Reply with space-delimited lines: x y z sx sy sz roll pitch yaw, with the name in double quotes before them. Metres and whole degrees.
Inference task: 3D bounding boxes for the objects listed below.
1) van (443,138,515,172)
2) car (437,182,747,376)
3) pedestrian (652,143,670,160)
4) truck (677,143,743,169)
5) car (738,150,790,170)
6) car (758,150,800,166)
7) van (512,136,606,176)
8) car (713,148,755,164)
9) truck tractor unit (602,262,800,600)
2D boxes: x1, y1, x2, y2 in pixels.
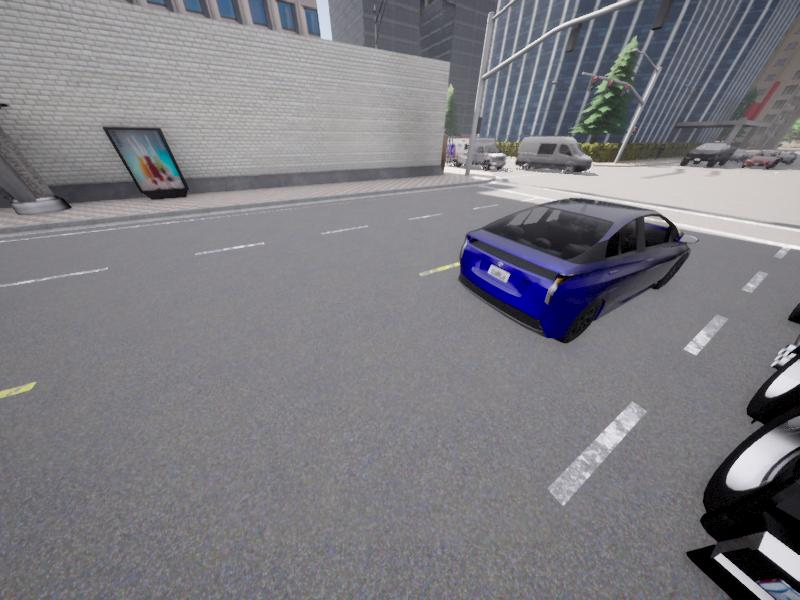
"van" 7.227 -14.071 22.223 2.351 2.431 6.366 -18 39 -24
"car" 3.120 -0.868 3.931 4.514 1.525 2.007 -18 39 -24
"pedestrian" 34.019 -19.388 30.145 0.751 1.860 0.751 -26 43 -33
"truck" 32.936 -15.449 24.583 6.274 2.098 2.390 -18 39 -24
"car" 36.240 -13.961 23.017 4.193 1.474 1.816 -18 39 -24
"car" 44.449 -16.597 26.952 4.181 1.385 1.994 -18 39 -24
"van" 13.271 -12.537 19.948 1.988 2.561 5.915 -23 40 -29
"car" 42.236 -18.215 29.196 4.674 1.442 1.812 -19 39 -24
"truck tractor unit" 5.106 -0.305 0.787 6.516 4.208 3.053 -18 39 -24
